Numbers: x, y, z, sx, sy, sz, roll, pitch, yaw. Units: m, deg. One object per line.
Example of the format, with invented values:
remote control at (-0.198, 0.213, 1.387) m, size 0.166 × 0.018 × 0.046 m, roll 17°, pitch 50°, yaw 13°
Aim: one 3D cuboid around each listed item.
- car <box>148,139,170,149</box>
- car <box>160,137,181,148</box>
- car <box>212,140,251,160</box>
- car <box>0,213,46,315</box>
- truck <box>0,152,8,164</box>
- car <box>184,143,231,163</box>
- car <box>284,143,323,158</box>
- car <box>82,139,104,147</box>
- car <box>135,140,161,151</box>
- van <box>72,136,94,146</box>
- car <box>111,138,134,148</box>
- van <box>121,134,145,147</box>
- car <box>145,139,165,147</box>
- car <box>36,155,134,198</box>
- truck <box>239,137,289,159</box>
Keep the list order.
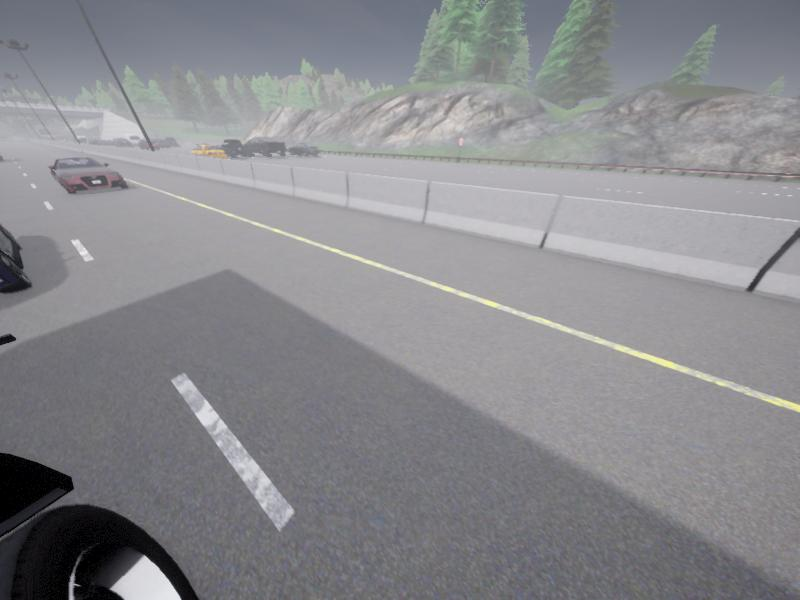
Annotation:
car at (-51.324, -33.248, 49.163) m, size 3.988 × 1.617 × 1.851 m, roll 22°, pitch 41°, yaw 28°
car at (-53.539, -36.733, 53.835) m, size 3.866 × 1.878 × 1.905 m, roll 22°, pitch 41°, yaw 28°
car at (-20.379, -18.268, 27.969) m, size 3.866 × 1.878 × 1.905 m, roll 22°, pitch 41°, yaw 28°
car at (-8.443, -0.977, 3.801) m, size 4.856 × 1.649 × 2.033 m, roll 22°, pitch 41°, yaw 28°
truck at (-40.408, -14.360, 21.747) m, size 5.204 × 2.467 × 2.627 m, roll 22°, pitch 41°, yaw 28°
car at (-20.617, -15.775, 24.701) m, size 5.366 × 1.575 × 1.801 m, roll 22°, pitch 41°, yaw 28°
car at (-12.894, -19.983, 30.799) m, size 4.902 × 1.511 × 2.128 m, roll 22°, pitch 41°, yaw 28°
car at (-70.749, -36.226, 53.255) m, size 4.974 × 1.542 × 2.038 m, roll 22°, pitch 41°, yaw 28°
car at (-47.431, -29.161, 43.477) m, size 4.514 × 1.525 × 2.007 m, roll 22°, pitch 41°, yaw 28°
van at (-80.837, -40.541, 58.861) m, size 4.480 × 2.038 × 2.069 m, roll 22°, pitch 41°, yaw 28°
car at (-62.338, -35.355, 51.888) m, size 4.553 × 1.767 × 2.097 m, roll 22°, pitch 41°, yaw 28°
van at (-66.768, -39.951, 57.682) m, size 5.915 × 2.561 × 1.988 m, roll 22°, pitch 41°, yaw 28°
car at (-63.086, -40.452, 59.394) m, size 4.902 × 1.511 × 2.128 m, roll 22°, pitch 41°, yaw 28°
car at (-15.474, -6.196, 11.358) m, size 4.181 × 1.385 × 1.994 m, roll 22°, pitch 41°, yaw 28°
truck at (-17.473, -19.631, 29.746) m, size 6.274 × 2.098 × 2.390 m, roll 22°, pitch 41°, yaw 28°
